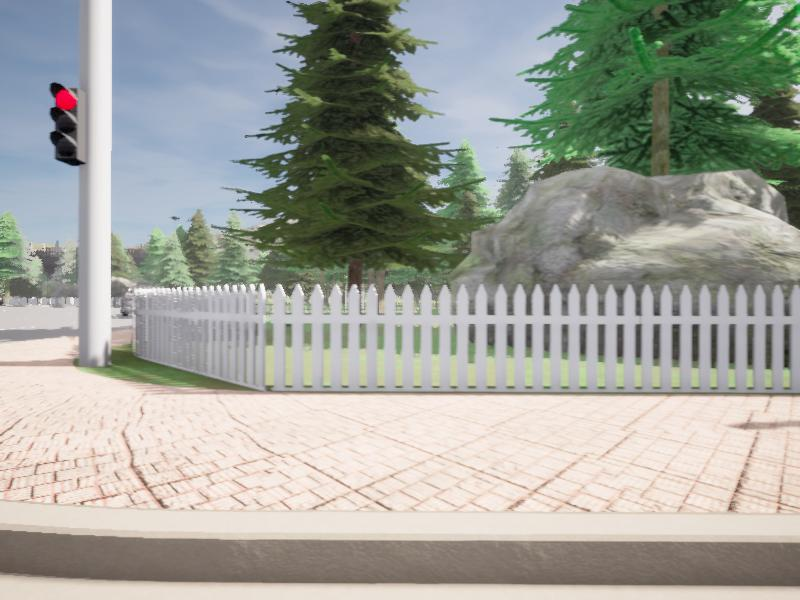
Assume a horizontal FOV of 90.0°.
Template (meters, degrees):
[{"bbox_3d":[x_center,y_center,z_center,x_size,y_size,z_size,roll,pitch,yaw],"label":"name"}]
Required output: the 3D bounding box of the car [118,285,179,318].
[{"bbox_3d":[-14.137,0.068,22.781,2.242,1.667,4.611,0,0,-23],"label":"car"}]

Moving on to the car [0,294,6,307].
[{"bbox_3d":[-47.433,0.060,44.973,4.974,1.542,2.038,0,0,12],"label":"car"}]
